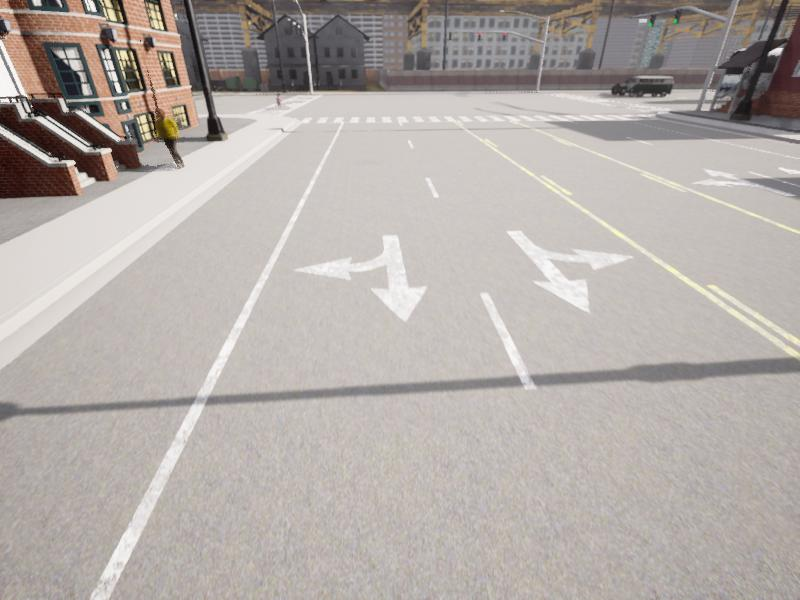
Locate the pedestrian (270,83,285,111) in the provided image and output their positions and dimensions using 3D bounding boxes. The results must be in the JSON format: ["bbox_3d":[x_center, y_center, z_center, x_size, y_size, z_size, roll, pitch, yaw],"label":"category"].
[{"bbox_3d":[-9.430,-15.689,30.945,0.751,1.860,0.751,-4,31,-7],"label":"pedestrian"}]

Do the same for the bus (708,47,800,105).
[{"bbox_3d":[35.040,-20.315,36.229,10.273,4.253,3.944,-2,30,-3],"label":"bus"}]

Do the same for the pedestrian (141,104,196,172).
[{"bbox_3d":[-7.090,-4.973,12.337,0.751,1.860,0.751,0,30,0],"label":"pedestrian"}]

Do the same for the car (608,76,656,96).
[{"bbox_3d":[26.251,-24.266,45.361,3.866,1.878,1.905,-2,30,-3],"label":"car"}]

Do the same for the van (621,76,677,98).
[{"bbox_3d":[26.275,-22.534,42.310,4.442,1.987,1.775,-2,30,-3],"label":"van"}]
